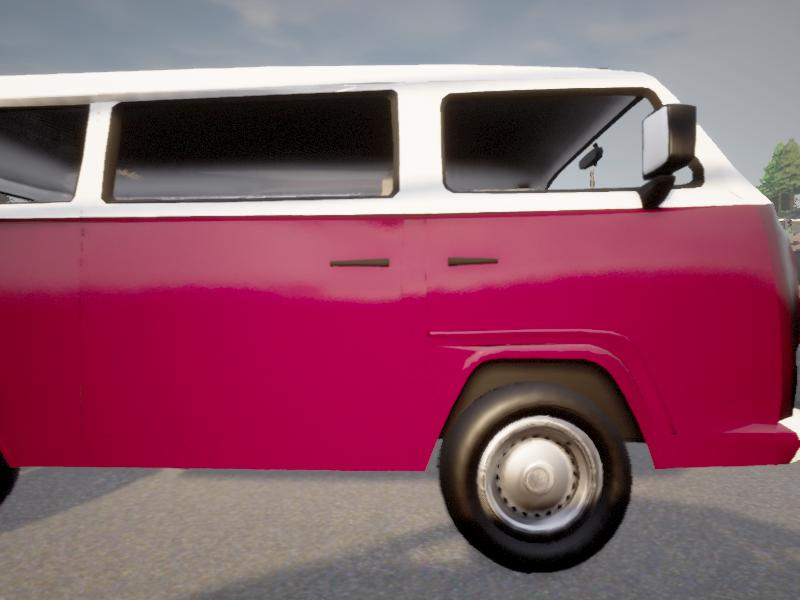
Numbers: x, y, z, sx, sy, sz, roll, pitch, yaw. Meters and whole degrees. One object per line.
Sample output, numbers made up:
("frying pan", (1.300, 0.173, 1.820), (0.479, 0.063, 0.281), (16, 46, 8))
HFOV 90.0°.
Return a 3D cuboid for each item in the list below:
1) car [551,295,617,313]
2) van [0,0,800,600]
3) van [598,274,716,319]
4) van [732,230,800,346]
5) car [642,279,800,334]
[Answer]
("car", (15.983, 0.305, 35.072), (2.033, 1.411, 5.357), (0, 0, -21))
("van", (-0.638, -0.023, 2.293), (4.480, 2.038, 2.069), (-1, 0, 3))
("van", (15.613, -0.217, 24.977), (2.351, 2.431, 6.366), (-1, 0, -12))
("van", (11.648, -0.280, 9.722), (5.915, 2.561, 1.988), (0, 1, -7))
("car", (11.191, 0.170, 13.430), (5.238, 1.638, 1.930), (0, 0, -10))
